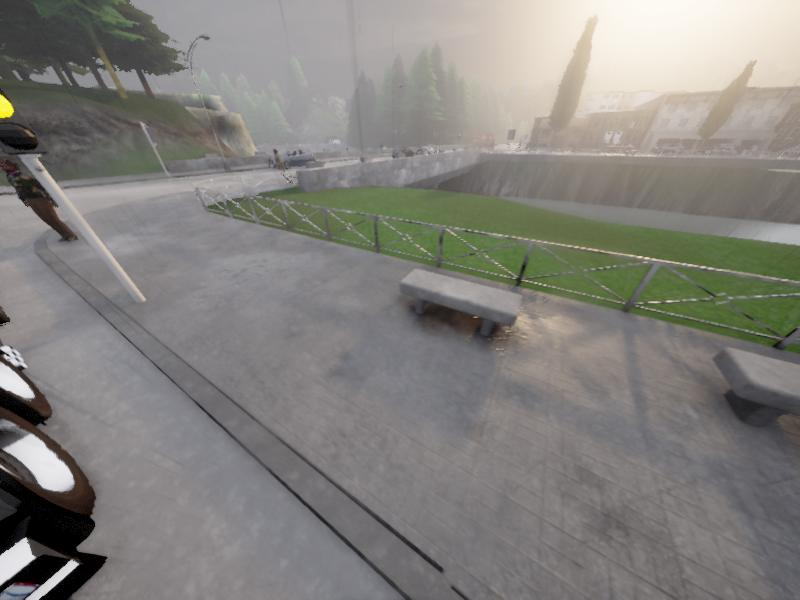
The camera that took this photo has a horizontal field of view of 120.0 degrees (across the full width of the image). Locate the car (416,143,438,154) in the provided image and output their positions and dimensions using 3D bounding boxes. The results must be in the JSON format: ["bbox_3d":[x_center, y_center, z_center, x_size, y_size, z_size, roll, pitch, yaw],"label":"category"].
[{"bbox_3d":[5.286,-29.393,44.768,2.033,1.649,4.856,20,40,27],"label":"car"}]

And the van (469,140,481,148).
[{"bbox_3d":[22.623,-47.095,69.689,2.069,2.038,4.480,18,39,24],"label":"van"}]

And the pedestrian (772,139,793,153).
[{"bbox_3d":[62.193,-25.022,37.567,0.751,1.860,0.751,21,40,27],"label":"pedestrian"}]

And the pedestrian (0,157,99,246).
[{"bbox_3d":[-8.713,-2.335,5.564,0.751,1.860,0.751,0,35,1],"label":"pedestrian"}]

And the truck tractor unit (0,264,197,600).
[{"bbox_3d":[-5.112,-0.300,0.784,6.516,4.208,3.053,18,39,24],"label":"truck tractor unit"}]

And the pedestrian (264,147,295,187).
[{"bbox_3d":[-6.621,-7.351,12.759,0.751,1.860,0.751,18,39,25],"label":"pedestrian"}]

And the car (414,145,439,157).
[{"bbox_3d":[4.253,-24.053,37.188,2.038,1.542,4.974,18,39,24],"label":"car"}]

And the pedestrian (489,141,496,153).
[{"bbox_3d":[16.494,-27.286,41.216,0.751,1.860,0.751,18,39,24],"label":"pedestrian"}]

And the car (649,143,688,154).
[{"bbox_3d":[45.758,-25.920,39.543,3.806,1.475,1.970,18,39,25],"label":"car"}]

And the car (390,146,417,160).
[{"bbox_3d":[0.523,-20.323,31.911,1.816,1.474,4.193,18,39,24],"label":"car"}]

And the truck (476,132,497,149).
[{"bbox_3d":[24.478,-45.102,65.237,2.891,3.827,8.468,18,39,24],"label":"truck"}]

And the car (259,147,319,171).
[{"bbox_3d":[-10.647,-13.870,22.567,2.242,1.667,4.611,18,39,25],"label":"car"}]

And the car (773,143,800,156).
[{"bbox_3d":[58.376,-21.820,33.537,3.806,1.475,1.970,18,39,24],"label":"car"}]

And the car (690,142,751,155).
[{"bbox_3d":[51.071,-24.262,36.968,5.238,1.638,1.930,18,39,24],"label":"car"}]

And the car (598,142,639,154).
[{"bbox_3d":[39.856,-27.896,42.309,5.027,1.651,2.152,18,39,24],"label":"car"}]
